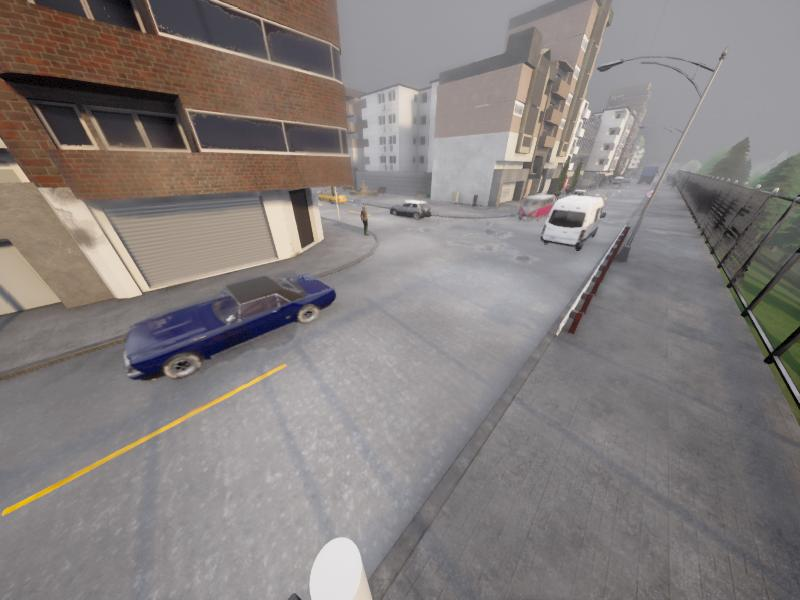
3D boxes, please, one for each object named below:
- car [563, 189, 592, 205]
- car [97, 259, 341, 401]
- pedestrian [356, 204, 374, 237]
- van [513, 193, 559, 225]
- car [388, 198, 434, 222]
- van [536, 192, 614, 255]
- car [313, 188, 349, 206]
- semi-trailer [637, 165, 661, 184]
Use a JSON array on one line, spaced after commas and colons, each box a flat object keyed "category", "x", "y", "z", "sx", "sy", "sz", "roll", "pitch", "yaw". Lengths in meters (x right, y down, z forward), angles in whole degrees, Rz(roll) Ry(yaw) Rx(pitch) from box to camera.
[{"category": "car", "x": 22.874, "y": -13.291, "z": 29.758, "sx": 3.806, "sy": 1.475, "sz": 1.970, "roll": -26, "pitch": 39, "yaw": -38}, {"category": "car", "x": -4.270, "y": 0.313, "z": 6.366, "sx": 4.718, "sy": 1.301, "sz": 1.895, "roll": -27, "pitch": 39, "yaw": -38}, {"category": "pedestrian", "x": -2.244, "y": -5.141, "z": 14.973, "sx": 0.751, "sy": 1.860, "sz": 0.751, "roll": 24, "pitch": 38, "yaw": 36}, {"category": "van", "x": 11.939, "y": -8.048, "z": 20.165, "sx": 4.442, "sy": 1.987, "sz": 1.775, "roll": -27, "pitch": 39, "yaw": -38}, {"category": "car", "x": 0.955, "y": -8.396, "z": 21.365, "sx": 3.806, "sy": 1.475, "sz": 1.970, "roll": 23, "pitch": 37, "yaw": 35}, {"category": "van", "x": 10.774, "y": -4.894, "z": 14.108, "sx": 5.915, "sy": 2.561, "sz": 1.988, "roll": -27, "pitch": 39, "yaw": -38}, {"category": "car", "x": -8.978, "y": -13.413, "z": 29.904, "sx": 5.366, "sy": 1.575, "sz": 1.801, "roll": 27, "pitch": 39, "yaw": 38}, {"category": "semi-trailer", "x": 70.658, "y": -35.625, "z": 65.494, "sx": 14.254, "sy": 4.402, "sz": 2.717, "roll": -27, "pitch": 39, "yaw": -38}]
